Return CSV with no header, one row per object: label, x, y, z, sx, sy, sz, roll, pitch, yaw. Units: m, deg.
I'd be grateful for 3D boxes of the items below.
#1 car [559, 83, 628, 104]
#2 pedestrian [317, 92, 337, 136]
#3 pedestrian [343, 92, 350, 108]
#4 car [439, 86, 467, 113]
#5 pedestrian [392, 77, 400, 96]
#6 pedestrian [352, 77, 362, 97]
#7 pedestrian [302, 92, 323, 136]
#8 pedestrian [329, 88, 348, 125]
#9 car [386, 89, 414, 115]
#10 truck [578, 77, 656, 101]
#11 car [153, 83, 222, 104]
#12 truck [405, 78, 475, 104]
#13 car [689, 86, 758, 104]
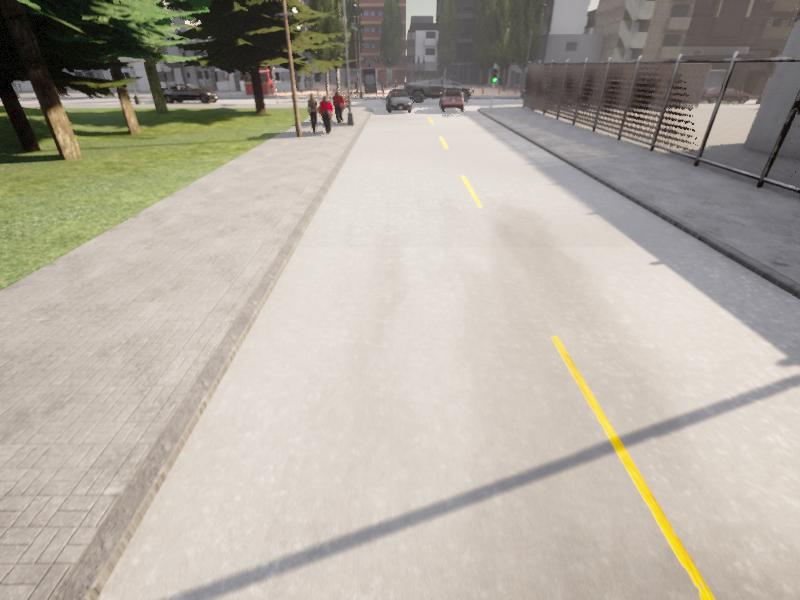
car,18.055,-19.401,37.594,5.238,1.638,1.930,1,30,1
pedestrian,-3.492,-8.904,19.155,0.751,1.860,0.751,-4,30,-6
pedestrian,-4.333,-16.208,32.412,0.500,1.100,0.500,-1,30,-1
car,4.109,-15.958,31.736,1.851,1.617,3.988,1,30,2
pedestrian,-0.469,-23.718,44.512,0.751,1.860,0.751,6,31,9
pedestrian,-4.765,-23.520,44.172,0.751,1.860,0.751,7,31,12
pedestrian,-4.186,-8.973,19.273,0.751,1.860,0.751,-4,31,-7
pedestrian,-3.522,-11.090,22.900,0.751,1.860,0.751,6,31,9
car,-0.097,-15.094,30.388,1.816,1.474,4.193,-2,30,-3
truck,22.042,-21.575,40.862,6.274,2.098,2.390,0,30,0
car,-19.784,-19.327,37.487,5.027,1.651,2.152,0,30,0
truck,3.591,-19.539,37.378,6.274,2.098,2.390,0,30,0
car,30.260,-19.263,37.554,4.674,1.442,1.812,0,30,0
